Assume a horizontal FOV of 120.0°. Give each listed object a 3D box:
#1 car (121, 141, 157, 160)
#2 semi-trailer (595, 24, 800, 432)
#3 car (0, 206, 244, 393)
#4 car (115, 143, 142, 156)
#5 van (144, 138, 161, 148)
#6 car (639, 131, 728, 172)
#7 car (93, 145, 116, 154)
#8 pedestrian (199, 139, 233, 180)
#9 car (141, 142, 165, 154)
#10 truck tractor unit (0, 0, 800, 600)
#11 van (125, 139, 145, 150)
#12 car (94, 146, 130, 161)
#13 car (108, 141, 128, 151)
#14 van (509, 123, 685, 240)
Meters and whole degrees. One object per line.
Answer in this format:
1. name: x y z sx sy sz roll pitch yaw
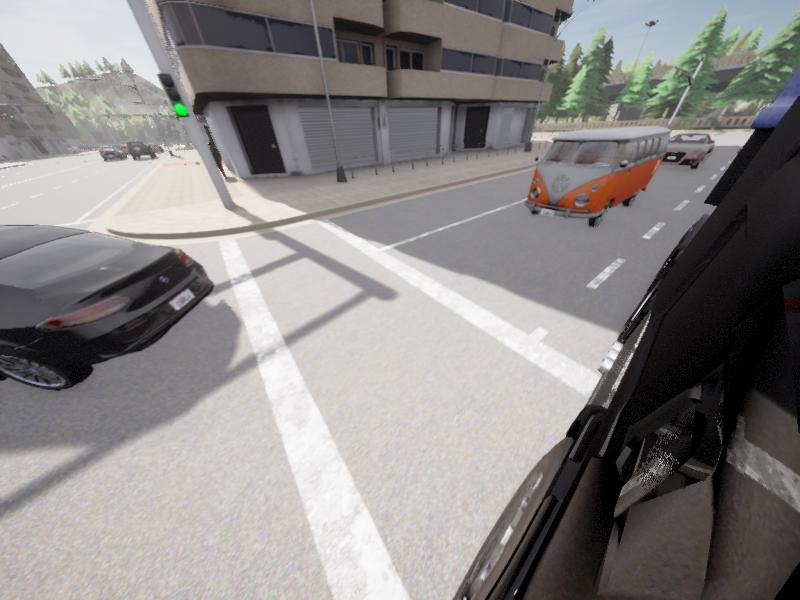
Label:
1. car: -36.390 -21.089 32.457 2.150 2.045 5.566 -26 42 -28
2. semi-trailer: 8.834 -3.508 4.091 14.254 4.402 2.717 -26 43 -28
3. car: -5.041 -0.068 2.865 4.674 1.442 1.812 -2 37 2
4. car: -49.765 -27.681 42.506 2.242 1.667 4.611 -26 42 -28
5. van: -77.765 -49.479 72.723 2.351 2.431 6.366 -26 42 -28
6. car: 14.716 -7.805 12.006 4.181 1.385 1.994 -26 43 -28
7. car: -68.674 -35.158 53.801 2.163 1.488 4.792 -26 42 -28
8. pedestrian: -10.361 -7.912 13.046 0.751 1.860 0.751 -28 44 -30
9. car: -46.712 -28.845 43.831 2.242 1.667 4.611 -26 42 -28
10. truck tractor unit: 2.645 -0.295 0.352 6.516 4.208 3.053 -28 44 -30
11. van: -76.624 -45.111 66.812 2.351 2.431 6.366 -26 42 -28
12. car: -41.158 -21.059 33.156 2.038 1.542 4.974 -26 42 -27
13. car: -78.659 -43.031 64.494 2.150 2.045 5.566 -26 42 -28
14. van: 5.265 -3.409 6.220 4.442 1.987 1.775 -26 43 -28
